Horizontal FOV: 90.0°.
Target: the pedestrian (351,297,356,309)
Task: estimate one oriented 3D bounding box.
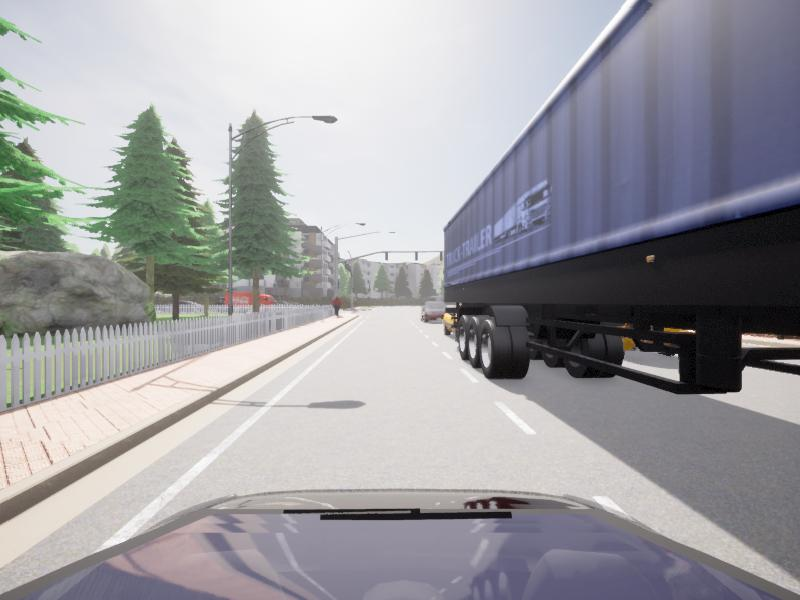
[{"bbox_3d":[-7.488,0.485,64.762,0.751,1.860,0.751,0,0,2],"label":"pedestrian"}]

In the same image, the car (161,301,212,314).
[{"bbox_3d":[-24.545,0.845,46.090,4.892,1.490,1.837,0,0,0],"label":"car"}]

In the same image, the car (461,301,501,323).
[{"bbox_3d":[6.005,0.823,30.287,1.882,1.535,5.008,0,0,-2],"label":"car"}]

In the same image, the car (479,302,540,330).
[{"bbox_3d":[6.233,0.851,23.454,2.163,1.488,4.792,0,0,-2],"label":"car"}]

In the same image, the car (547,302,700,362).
[{"bbox_3d":[6.640,0.823,12.718,1.882,1.535,5.008,0,0,-3],"label":"car"}]

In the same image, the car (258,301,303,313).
[{"bbox_3d":[-14.752,0.836,49.654,4.902,1.511,2.128,0,0,0],"label":"car"}]

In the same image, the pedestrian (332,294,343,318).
[{"bbox_3d":[-5.037,0.487,32.222,0.751,1.860,0.751,0,0,0],"label":"pedestrian"}]

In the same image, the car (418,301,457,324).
[{"bbox_3d":[2.555,0.851,28.529,2.163,1.488,4.792,0,0,-2],"label":"car"}]

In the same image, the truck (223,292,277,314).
[{"bbox_3d":[-17.188,0.357,46.139,5.204,2.467,2.627,0,0,0],"label":"truck"}]

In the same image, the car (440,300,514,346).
[{"bbox_3d":[2.934,0.807,16.467,1.801,1.575,5.366,-1,0,-2],"label":"car"}]

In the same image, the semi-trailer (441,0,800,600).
[{"bbox_3d":[3.062,-0.618,6.799,2.717,4.402,14.254,0,0,-2],"label":"semi-trailer"}]
